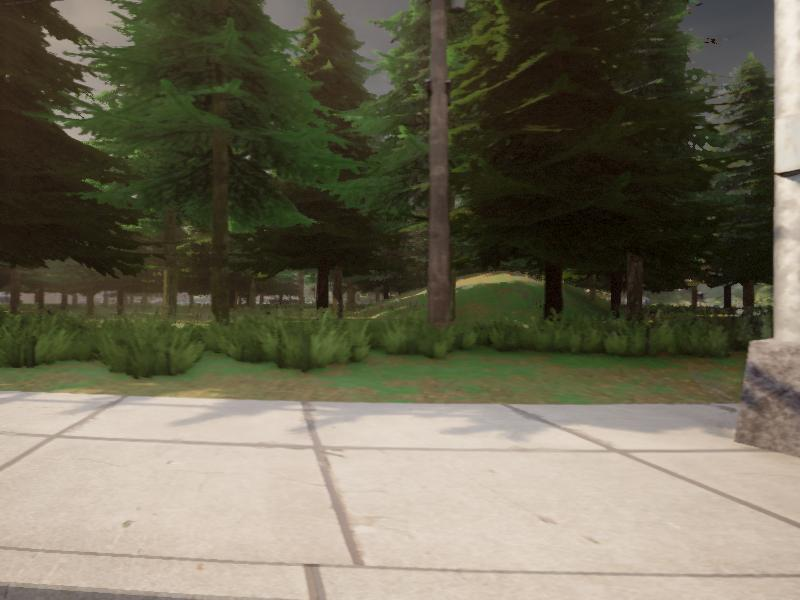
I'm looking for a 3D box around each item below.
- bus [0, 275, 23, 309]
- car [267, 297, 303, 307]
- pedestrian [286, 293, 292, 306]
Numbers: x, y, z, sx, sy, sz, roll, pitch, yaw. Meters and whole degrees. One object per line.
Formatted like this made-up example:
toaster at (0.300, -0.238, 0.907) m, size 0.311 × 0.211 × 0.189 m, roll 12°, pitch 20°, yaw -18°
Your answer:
bus at (-52.892, -1.019, 48.469) m, size 3.944 × 4.253 × 10.273 m, roll 0°, pitch 0°, yaw 8°
car at (-17.710, 0.314, 61.906) m, size 5.008 × 1.535 × 1.882 m, roll 0°, pitch 0°, yaw 7°
pedestrian at (-15.824, -0.031, 57.167) m, size 0.751 × 1.860 × 0.751 m, roll 0°, pitch 0°, yaw -21°
